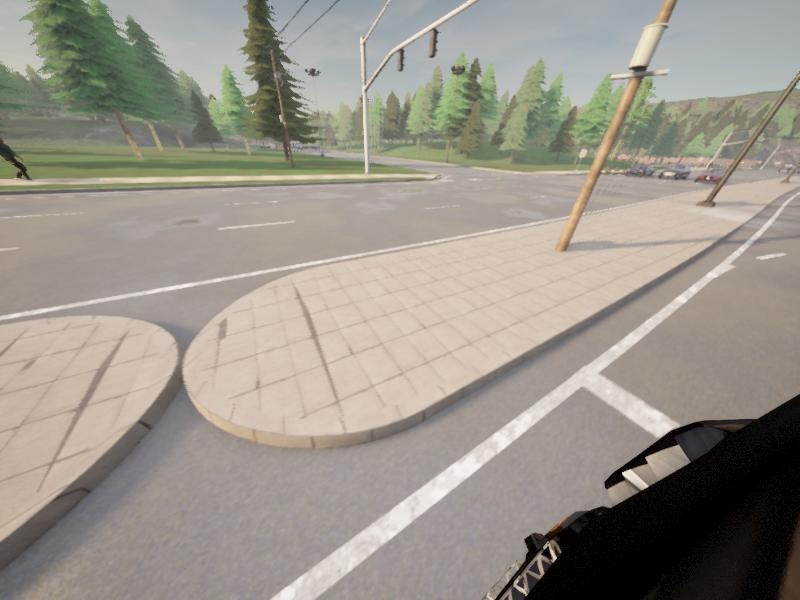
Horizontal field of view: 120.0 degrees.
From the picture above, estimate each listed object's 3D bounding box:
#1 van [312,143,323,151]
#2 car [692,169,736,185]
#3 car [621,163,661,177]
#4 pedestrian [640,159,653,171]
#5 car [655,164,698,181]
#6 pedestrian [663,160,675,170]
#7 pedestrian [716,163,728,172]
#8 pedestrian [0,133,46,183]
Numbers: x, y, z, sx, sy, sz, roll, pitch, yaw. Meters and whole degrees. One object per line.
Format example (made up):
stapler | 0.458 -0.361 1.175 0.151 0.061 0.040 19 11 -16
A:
van | -28.694 -53.117 80.294 2.069 2.038 4.480 -16 38 -25
car | 36.044 -14.191 26.511 4.181 1.385 1.994 -16 38 -26
car | 33.095 -17.880 31.731 4.974 1.542 2.038 -16 38 -26
pedestrian | 45.396 -24.897 42.496 0.751 1.860 0.751 -15 37 -24
car | 35.300 -16.342 29.471 4.856 1.649 2.033 -17 38 -26
pedestrian | 55.419 -27.840 47.603 0.751 1.860 0.751 -16 38 -26
pedestrian | 77.510 -31.980 55.620 0.751 1.860 0.751 27 41 32
pedestrian | -17.448 -6.351 10.350 0.751 1.860 0.751 -15 37 -24
